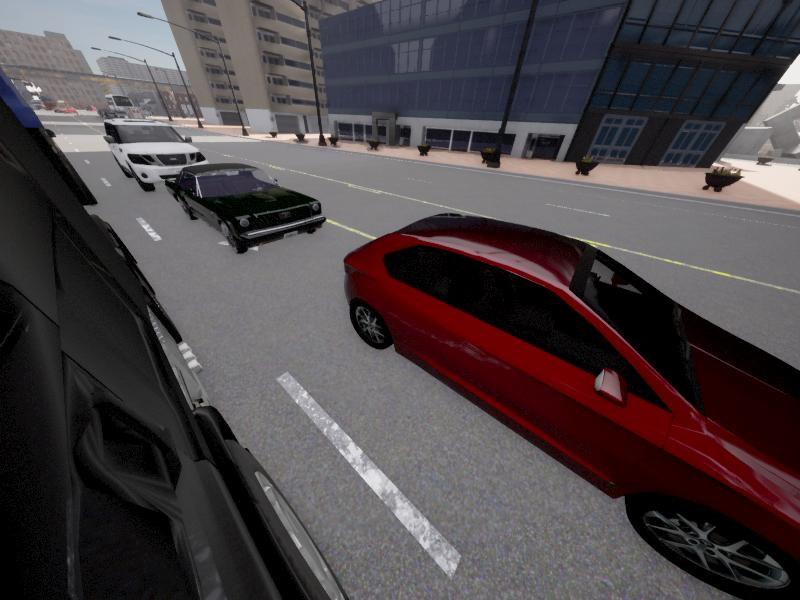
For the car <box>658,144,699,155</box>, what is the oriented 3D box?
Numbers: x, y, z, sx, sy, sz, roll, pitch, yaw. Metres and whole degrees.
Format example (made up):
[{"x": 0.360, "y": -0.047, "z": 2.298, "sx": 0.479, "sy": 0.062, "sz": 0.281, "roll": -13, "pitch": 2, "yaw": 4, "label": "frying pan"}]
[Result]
[{"x": 53.716, "y": -29.193, "z": 44.715, "sx": 2.033, "sy": 1.411, "sz": 5.357, "roll": 5, "pitch": 37, "yaw": 2, "label": "car"}]

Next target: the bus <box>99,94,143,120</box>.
[{"x": -66.093, "y": -45.762, "z": 54.696, "sx": 10.273, "sy": 4.253, "sz": 3.944, "roll": 29, "pitch": 44, "yaw": 29, "label": "bus"}]

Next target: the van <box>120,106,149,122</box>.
[{"x": -57.663, "y": -40.372, "z": 50.134, "sx": 6.366, "sy": 2.431, "sz": 2.351, "roll": 29, "pitch": 44, "yaw": 28, "label": "van"}]

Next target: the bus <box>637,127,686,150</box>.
[{"x": 63.720, "y": -39.211, "z": 56.299, "sx": 10.273, "sy": 4.253, "sz": 3.944, "roll": -19, "pitch": 42, "yaw": -26, "label": "bus"}]

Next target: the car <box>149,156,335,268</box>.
[{"x": -3.915, "y": -2.478, "z": 5.627, "sx": 4.718, "sy": 1.301, "sz": 1.895, "roll": 28, "pitch": 44, "yaw": 30, "label": "car"}]

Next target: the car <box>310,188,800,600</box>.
[{"x": 1.278, "y": 0.188, "z": 2.245, "sx": 4.193, "sy": 1.474, "sz": 1.816, "roll": 28, "pitch": 44, "yaw": 30, "label": "car"}]

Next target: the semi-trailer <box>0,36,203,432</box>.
[{"x": -8.754, "y": -3.566, "z": 4.172, "sx": 14.254, "sy": 4.402, "sz": 2.717, "roll": 27, "pitch": 43, "yaw": 29, "label": "semi-trailer"}]

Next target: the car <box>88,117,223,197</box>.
[{"x": -9.755, "y": -5.873, "z": 9.176, "sx": 5.566, "sy": 2.045, "sz": 2.150, "roll": 28, "pitch": 44, "yaw": 30, "label": "car"}]

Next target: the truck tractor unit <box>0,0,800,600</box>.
[{"x": -2.645, "y": -0.295, "z": 0.351, "sx": 6.516, "sy": 4.208, "sz": 3.053, "roll": 28, "pitch": 44, "yaw": 30, "label": "truck tractor unit"}]

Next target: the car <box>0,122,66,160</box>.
[{"x": -22.276, "y": -9.523, "z": 13.725, "sx": 4.902, "sy": 1.511, "sz": 2.128, "roll": 28, "pitch": 44, "yaw": 30, "label": "car"}]

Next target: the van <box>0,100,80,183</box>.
[{"x": -16.570, "y": -6.882, "z": 9.790, "sx": 6.366, "sy": 2.431, "sz": 2.351, "roll": 28, "pitch": 43, "yaw": 30, "label": "van"}]
